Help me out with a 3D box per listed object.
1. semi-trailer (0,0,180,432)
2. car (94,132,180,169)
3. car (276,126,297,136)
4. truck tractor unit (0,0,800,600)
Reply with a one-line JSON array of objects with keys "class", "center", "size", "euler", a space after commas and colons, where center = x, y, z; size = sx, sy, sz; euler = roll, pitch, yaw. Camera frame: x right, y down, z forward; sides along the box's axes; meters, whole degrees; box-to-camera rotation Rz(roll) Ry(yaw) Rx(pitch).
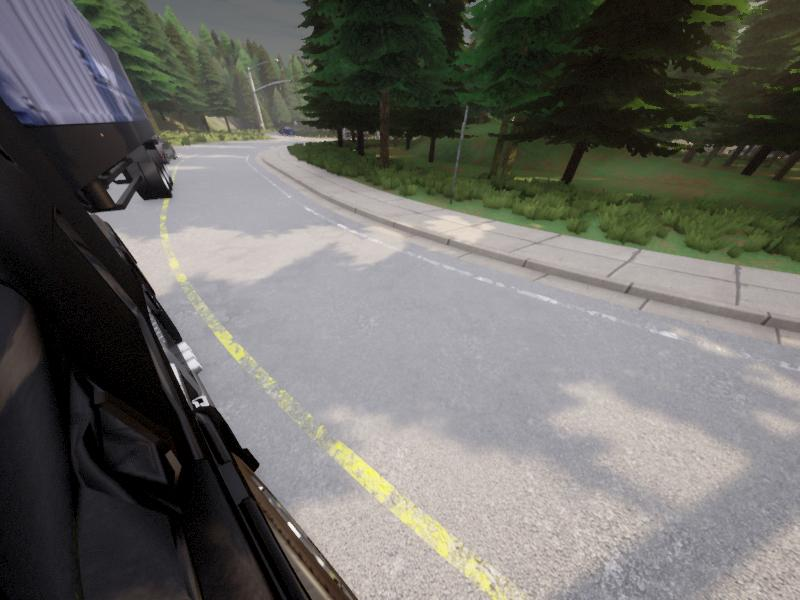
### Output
[{"class": "semi-trailer", "center": [-7.741, -4.124, 4.981], "size": [2.717, 4.402, 14.254], "euler": [-23, 44, -30]}, {"class": "car", "center": [-14.297, -8.481, 12.943], "size": [1.994, 1.385, 4.181], "euler": [-17, 41, -24]}, {"class": "car", "center": [-22.650, -33.730, 46.097], "size": [1.882, 1.535, 5.008], "euler": [-26, 45, -32]}, {"class": "truck tractor unit", "center": [-2.645, -0.295, 0.351], "size": [6.516, 4.208, 3.053], "euler": [28, 44, 30]}]
